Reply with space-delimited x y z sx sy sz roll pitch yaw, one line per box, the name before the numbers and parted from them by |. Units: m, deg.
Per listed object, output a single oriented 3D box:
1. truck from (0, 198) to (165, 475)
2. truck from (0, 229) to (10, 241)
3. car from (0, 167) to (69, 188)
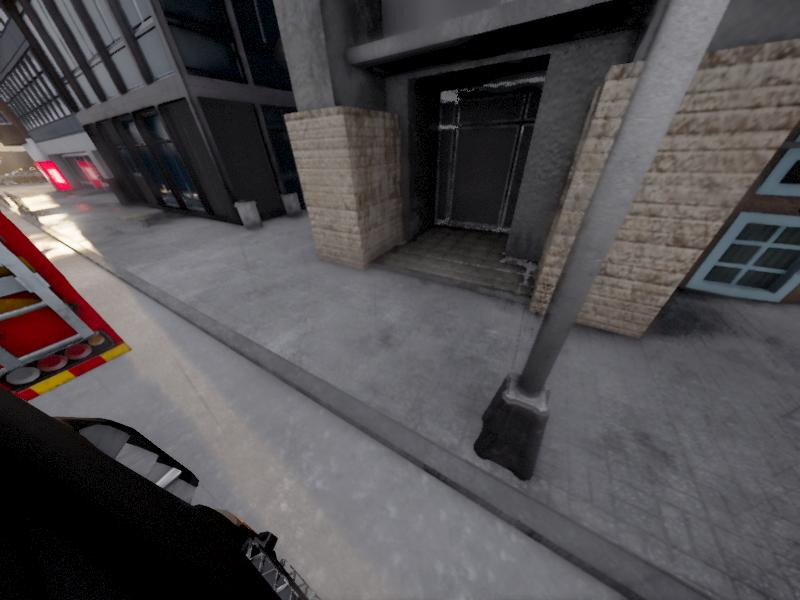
truck | -7.208 -1.048 2.451 8.468 3.827 2.891 16 38 26
truck | -16.063 -3.073 7.267 5.204 2.467 2.627 16 38 26
car | -41.394 -13.744 25.702 2.128 1.511 4.902 16 38 26
